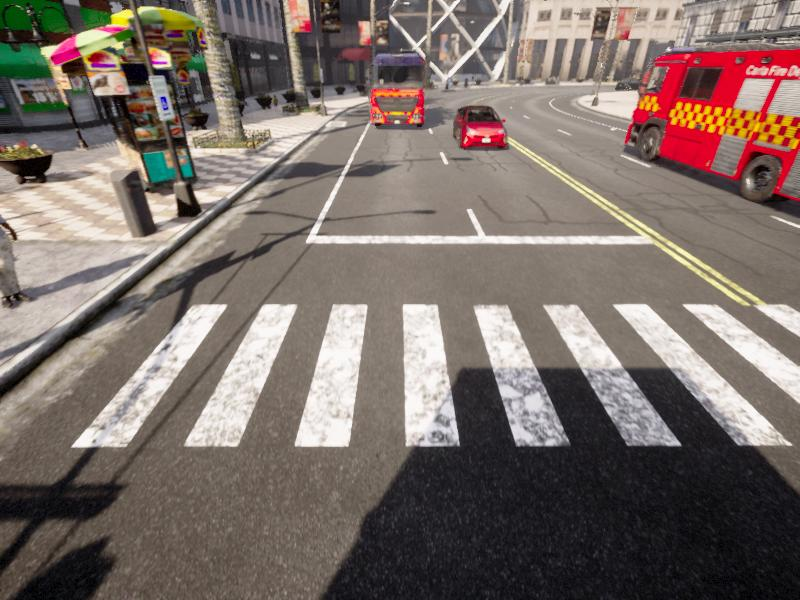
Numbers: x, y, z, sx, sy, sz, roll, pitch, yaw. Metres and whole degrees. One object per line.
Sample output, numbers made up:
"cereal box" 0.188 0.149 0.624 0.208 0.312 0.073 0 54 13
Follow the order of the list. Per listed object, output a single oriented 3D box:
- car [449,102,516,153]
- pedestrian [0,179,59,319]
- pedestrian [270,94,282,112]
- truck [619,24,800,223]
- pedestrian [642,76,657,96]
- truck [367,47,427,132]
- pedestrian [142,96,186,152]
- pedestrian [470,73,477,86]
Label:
"car" 3.440 -7.729 17.680 2.007 1.525 4.514 0 30 0
"pedestrian" -5.383 -0.782 5.133 0.751 1.860 0.751 18 35 27
"pedestrian" -8.803 -13.977 28.417 0.500 1.100 0.500 10 32 17
"truck" 10.302 -5.427 11.476 2.891 3.827 8.468 -1 30 -1
"pedestrian" 27.039 -23.178 43.394 0.751 1.860 0.751 25 39 36
"truck" 0.006 -12.821 24.097 2.891 3.827 8.468 1 30 2
"pedestrian" -8.955 -6.701 15.240 0.751 1.860 0.751 0 30 1
"pedestrian" 11.883 -35.705 64.782 0.751 1.860 0.751 -23 37 -34
